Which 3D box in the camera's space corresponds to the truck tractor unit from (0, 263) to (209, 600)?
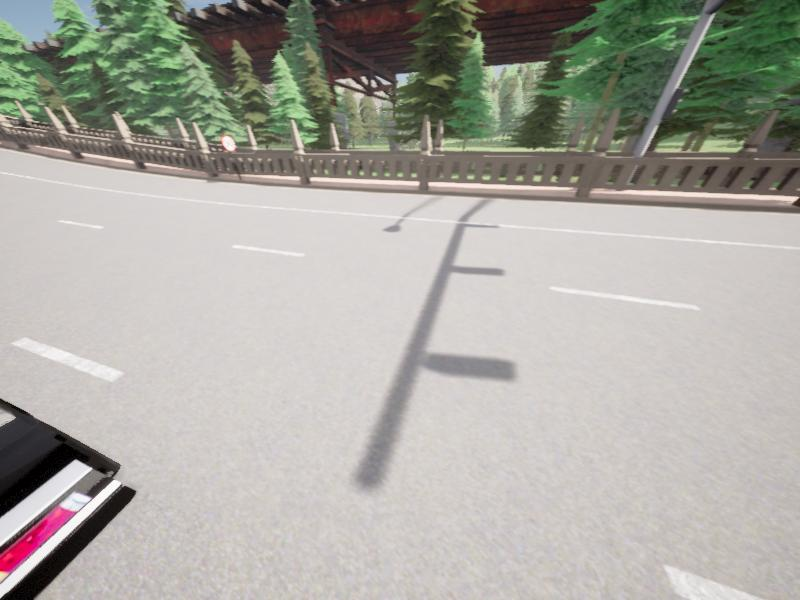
[{"bbox_3d":[-5.287,-0.067,0.460,6.516,4.208,3.053,10,37,14],"label":"truck tractor unit"}]
